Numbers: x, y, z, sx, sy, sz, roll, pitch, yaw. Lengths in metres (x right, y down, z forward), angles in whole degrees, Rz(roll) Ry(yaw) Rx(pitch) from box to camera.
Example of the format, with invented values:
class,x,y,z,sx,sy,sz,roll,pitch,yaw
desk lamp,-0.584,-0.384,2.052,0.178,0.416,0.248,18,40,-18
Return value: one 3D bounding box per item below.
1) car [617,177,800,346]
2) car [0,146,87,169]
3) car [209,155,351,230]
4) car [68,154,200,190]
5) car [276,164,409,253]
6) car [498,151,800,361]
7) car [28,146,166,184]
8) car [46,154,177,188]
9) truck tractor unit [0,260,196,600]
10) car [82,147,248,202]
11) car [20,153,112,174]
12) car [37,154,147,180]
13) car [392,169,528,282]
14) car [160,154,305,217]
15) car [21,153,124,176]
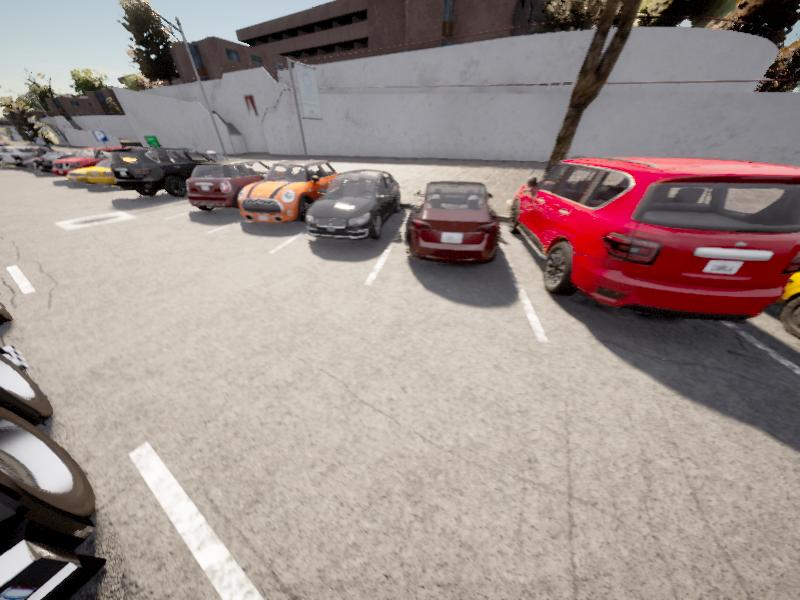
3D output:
class,x,y,z,sx,sy,sz,roll,pitch,yaw
car,6.571,-0.773,3.727,1.946,1.575,5.366,6,35,9
car,-42.576,-17.063,27.500,2.435,2.045,5.566,6,35,9
car,-3.791,-4.232,8.571,2.185,1.767,4.553,6,35,9
car,-16.694,-8.477,15.085,1.946,1.575,5.366,6,34,9
car,-1.211,-3.254,7.361,2.231,1.521,4.892,6,35,8
car,3.956,-1.755,4.720,2.435,2.045,5.566,6,35,9
car,-21.892,-10.255,17.308,2.435,2.045,5.566,6,34,9
car,-19.339,-9.119,16.048,1.946,1.575,5.366,6,34,9
truck tractor unit,-5.106,-0.306,0.792,6.516,4.208,3.053,19,39,25
car,-11.558,-6.899,12.286,2.435,2.045,5.566,6,34,9
car,-32.231,-13.401,22.580,2.002,1.452,4.674,6,34,9
car,-24.479,-10.866,18.734,2.163,1.488,4.792,6,34,9
car,1.369,-2.385,6.138,2.163,1.488,4.792,6,35,9
car,-6.395,-5.054,9.781,2.185,1.767,4.553,6,34,9
car,-29.652,-12.586,21.281,2.097,1.535,5.008,5,34,9
